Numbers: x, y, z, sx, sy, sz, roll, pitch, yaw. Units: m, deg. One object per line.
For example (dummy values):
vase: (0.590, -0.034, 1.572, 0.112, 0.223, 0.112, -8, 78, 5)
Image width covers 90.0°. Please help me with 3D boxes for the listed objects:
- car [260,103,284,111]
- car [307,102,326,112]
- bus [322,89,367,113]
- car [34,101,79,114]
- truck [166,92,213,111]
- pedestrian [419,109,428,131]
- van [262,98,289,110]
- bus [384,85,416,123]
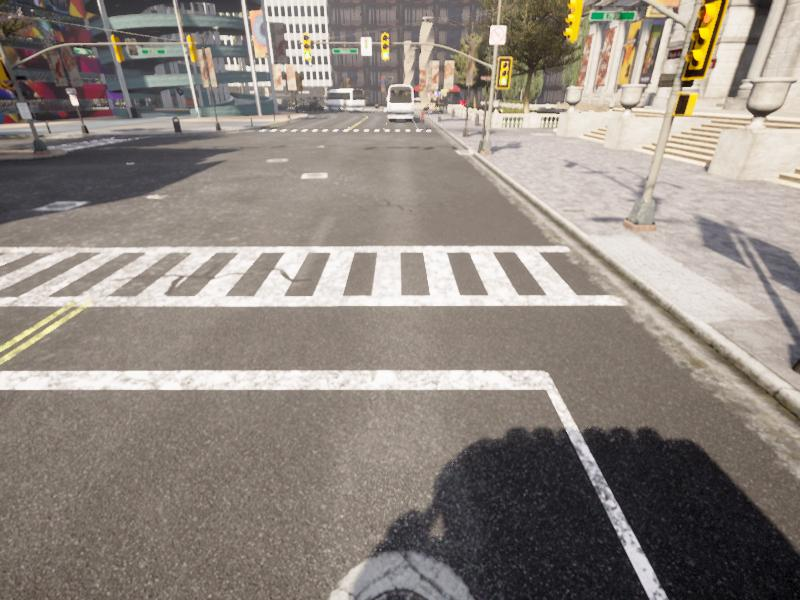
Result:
car: (-30.549, -46.191, 95.744, 5.027, 1.651, 2.152, 8, 28, 16)
car: (-17.727, -40.844, 84.678, 1.905, 1.878, 3.866, -23, 35, -37)
bus: (-11.445, -40.933, 82.222, 3.944, 4.253, 10.273, -20, 33, -34)
car: (-62.123, -34.898, 72.403, 5.566, 2.045, 2.435, 0, 27, 0)
truck: (-47.767, -45.239, 91.136, 8.468, 3.827, 2.891, 0, 27, 0)
pedestrian: (2.238, -17.550, 38.981, 0.751, 1.860, 0.751, -1, 27, -2)
van: (-30.826, -48.482, 98.866, 5.915, 2.561, 1.988, 8, 28, 16)
bus: (-0.033, -26.849, 54.631, 3.944, 4.253, 10.273, 0, 27, 0)
